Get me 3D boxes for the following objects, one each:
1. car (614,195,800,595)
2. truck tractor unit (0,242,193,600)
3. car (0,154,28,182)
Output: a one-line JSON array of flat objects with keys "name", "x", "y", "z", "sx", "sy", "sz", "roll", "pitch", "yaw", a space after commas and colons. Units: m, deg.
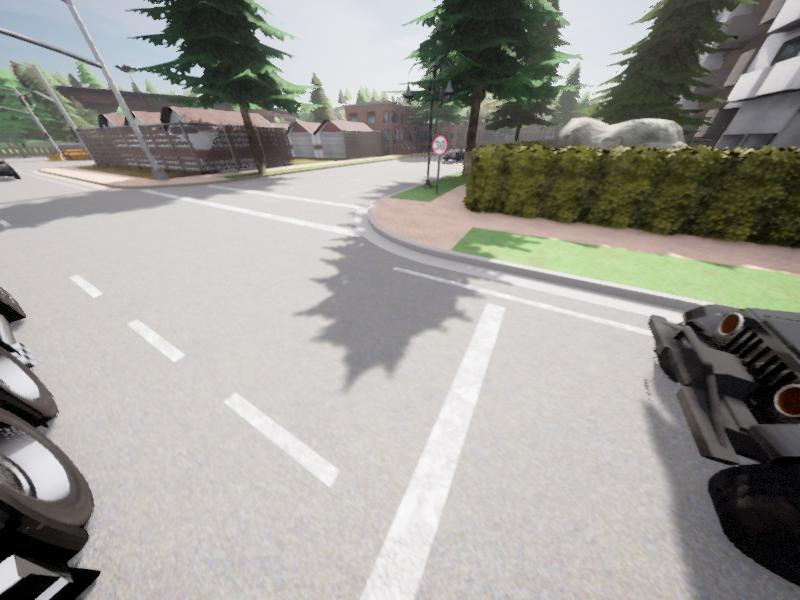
[{"name": "car", "x": 3.960, "y": 0.915, "z": 0.999, "sx": 3.866, "sy": 1.878, "sz": 1.905, "roll": 19, "pitch": 39, "yaw": 26}, {"name": "truck tractor unit", "x": -5.072, "y": -0.338, "z": 0.830, "sx": 6.516, "sy": 4.208, "sz": 3.053, "roll": 20, "pitch": 40, "yaw": 26}, {"name": "car", "x": -29.834, "y": -9.553, "z": 16.683, "sx": 4.902, "sy": 1.511, "sz": 2.128, "roll": 17, "pitch": 39, "yaw": 24}]
